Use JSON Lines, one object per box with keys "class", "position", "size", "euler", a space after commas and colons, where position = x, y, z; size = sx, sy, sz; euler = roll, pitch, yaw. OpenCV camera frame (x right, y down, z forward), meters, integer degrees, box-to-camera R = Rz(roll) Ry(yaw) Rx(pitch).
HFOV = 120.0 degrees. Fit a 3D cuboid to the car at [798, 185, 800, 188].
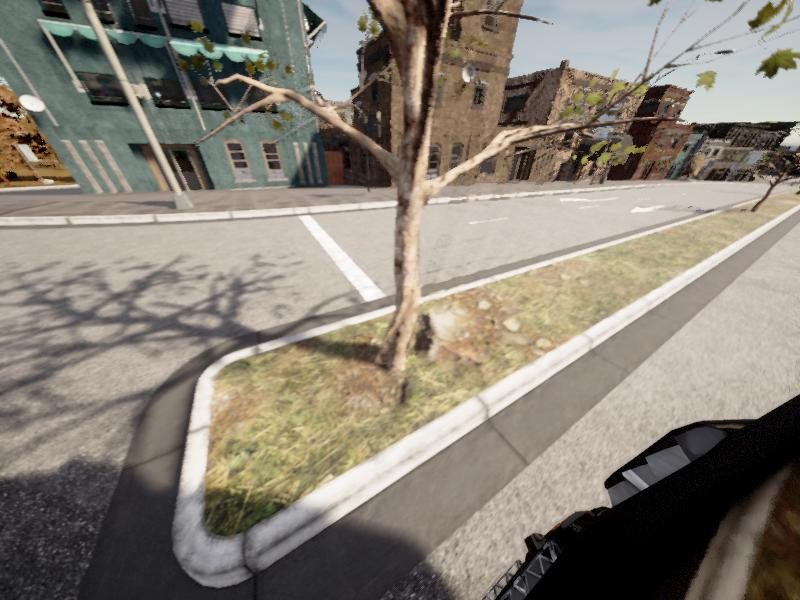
{"class": "car", "position": [85.549, -23.954, 47.991], "size": [5.008, 1.535, 1.882], "euler": [-11, 36, -23]}
